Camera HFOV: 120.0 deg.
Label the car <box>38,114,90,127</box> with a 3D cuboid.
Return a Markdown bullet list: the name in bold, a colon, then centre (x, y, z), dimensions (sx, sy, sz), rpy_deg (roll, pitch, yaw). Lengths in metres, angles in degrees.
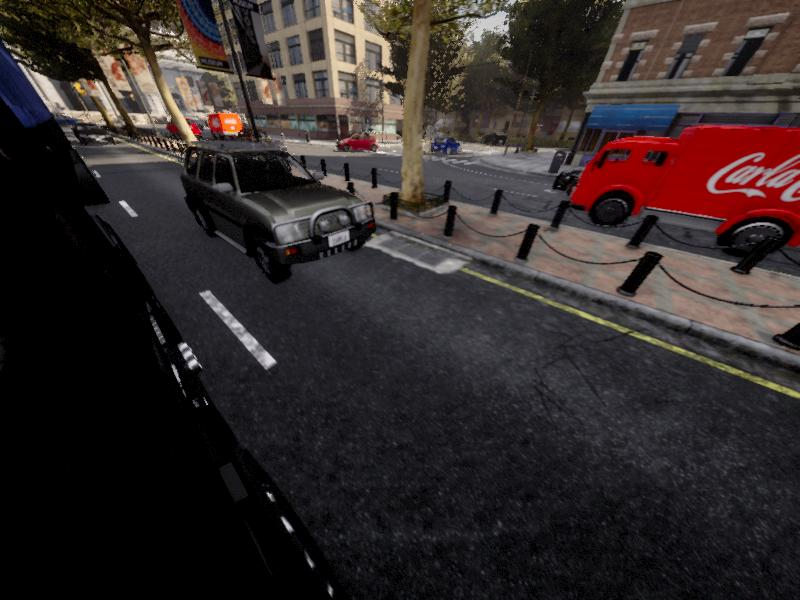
- **car**: centre (-58.257, -31.211, 40.191), dimensions (2.033, 1.649, 4.856), rpy_deg (28, 44, 30)

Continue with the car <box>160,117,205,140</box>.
- **car**: centre (-26.275, -20.777, 27.936), dimensions (5.566, 2.045, 2.150), rpy_deg (28, 44, 29)

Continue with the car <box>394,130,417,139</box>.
- **car**: centre (1.235, -38.426, 53.493), dimensions (4.902, 1.511, 2.128), rpy_deg (28, 44, 29)

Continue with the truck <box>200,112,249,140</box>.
- **truck**: centre (-21.588, -21.245, 28.417), dimensions (5.204, 2.467, 2.627), rpy_deg (25, 42, 32)

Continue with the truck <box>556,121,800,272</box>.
- **truck**: centre (7.803, -3.024, 6.070), dimensions (5.204, 2.467, 2.627), rpy_deg (28, 44, 29)

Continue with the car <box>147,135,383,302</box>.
- **car**: centre (-2.709, -2.072, 4.661), dimensions (4.605, 1.855, 1.932), rpy_deg (28, 44, 30)

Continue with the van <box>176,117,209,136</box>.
- **van**: centre (-31.148, -26.065, 34.670), dimensions (4.480, 2.038, 2.069), rpy_deg (28, 44, 29)

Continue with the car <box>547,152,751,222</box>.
- **car**: centre (9.096, -4.704, 9.166), dimensions (4.974, 1.542, 2.038), rpy_deg (28, 44, 30)

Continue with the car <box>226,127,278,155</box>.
- **car**: centre (-12.224, -13.207, 19.100), dimensions (3.988, 1.617, 1.851), rpy_deg (28, 44, 29)

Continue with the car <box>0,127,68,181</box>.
- **car**: centre (-16.417, -6.391, 9.886), dimensions (4.892, 1.490, 1.837), rpy_deg (28, 44, 29)

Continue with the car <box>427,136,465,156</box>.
- **car**: centre (4.894, -16.351, 24.371), dimensions (1.882, 1.535, 5.008), rpy_deg (22, 41, 24)

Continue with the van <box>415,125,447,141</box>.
- **van**: centre (6.656, -35.957, 49.779), dimensions (6.366, 2.431, 2.351), rpy_deg (28, 44, 29)

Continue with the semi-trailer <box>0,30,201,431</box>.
- **semi-trailer**: centre (-8.634, -3.651, 4.287), dimensions (14.254, 4.402, 2.717), rpy_deg (29, 44, 30)

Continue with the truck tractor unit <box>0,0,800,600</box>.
- **truck tractor unit**: centre (-2.645, -0.295, 0.351), dimensions (6.516, 4.208, 3.053), rpy_deg (28, 44, 30)

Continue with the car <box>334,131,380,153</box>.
- **car**: centre (-4.140, -15.476, 22.604), dimensions (3.988, 1.617, 1.851), rpy_deg (-12, 40, -19)

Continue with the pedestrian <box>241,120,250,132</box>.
- **pedestrian**: centre (-29.090, -32.696, 43.459), dimensions (0.751, 1.860, 0.751), rpy_deg (30, 45, 32)

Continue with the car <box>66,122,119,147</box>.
- **car**: centre (-25.836, -13.937, 19.380), dimensions (4.674, 1.442, 1.812), rpy_deg (27, 43, 28)

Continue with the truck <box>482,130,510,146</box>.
- **truck**: centre (17.872, -30.355, 43.293), dimensions (2.390, 2.098, 6.274), rpy_deg (1, 37, -3)
